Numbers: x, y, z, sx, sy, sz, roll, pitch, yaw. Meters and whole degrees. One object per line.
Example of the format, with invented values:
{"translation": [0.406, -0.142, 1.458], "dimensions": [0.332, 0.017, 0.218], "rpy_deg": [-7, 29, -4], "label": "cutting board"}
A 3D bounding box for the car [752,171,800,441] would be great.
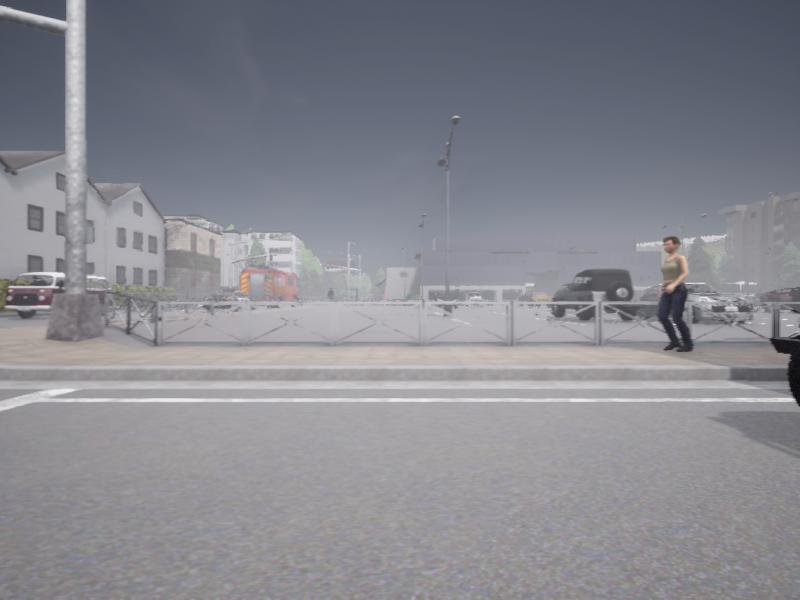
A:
{"translation": [4.706, 0.043, 2.199], "dimensions": [3.866, 1.878, 1.905], "rpy_deg": [0, 0, 0], "label": "car"}

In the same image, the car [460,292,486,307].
{"translation": [7.317, -0.031, 40.400], "dimensions": [1.970, 1.475, 3.806], "rpy_deg": [0, 0, 0], "label": "car"}

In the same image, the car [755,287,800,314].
{"translation": [23.141, 0.023, 22.707], "dimensions": [2.007, 1.523, 4.514], "rpy_deg": [0, 0, 0], "label": "car"}

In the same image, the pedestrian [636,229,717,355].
{"translation": [4.312, -0.118, 6.296], "dimensions": [0.751, 1.860, 0.751], "rpy_deg": [0, 0, 0], "label": "pedestrian"}

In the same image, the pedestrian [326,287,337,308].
{"translation": [-6.230, -0.250, 36.244], "dimensions": [0.751, 1.860, 0.751], "rpy_deg": [0, 0, 11], "label": "pedestrian"}

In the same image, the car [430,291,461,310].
{"translation": [3.690, 0.038, 33.332], "dimensions": [2.007, 1.523, 4.514], "rpy_deg": [0, 0, 0], "label": "car"}

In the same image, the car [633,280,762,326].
{"translation": [10.762, 0.096, 14.877], "dimensions": [1.970, 1.475, 3.806], "rpy_deg": [0, 0, 0], "label": "car"}

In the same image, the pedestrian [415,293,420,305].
{"translation": [2.827, -0.135, 63.276], "dimensions": [0.751, 1.860, 0.751], "rpy_deg": [0, 0, 1], "label": "pedestrian"}

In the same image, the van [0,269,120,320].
{"translation": [-15.248, -0.209, 18.264], "dimensions": [2.069, 2.038, 4.480], "rpy_deg": [0, 0, -5], "label": "van"}

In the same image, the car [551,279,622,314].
{"translation": [10.681, -0.168, 23.356], "dimensions": [1.932, 1.855, 4.605], "rpy_deg": [0, 0, 0], "label": "car"}

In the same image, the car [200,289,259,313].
{"translation": [-11.721, 0.042, 27.982], "dimensions": [2.038, 1.542, 4.974], "rpy_deg": [0, 0, 0], "label": "car"}

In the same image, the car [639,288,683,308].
{"translation": [26.527, -0.201, 40.819], "dimensions": [1.905, 1.878, 3.866], "rpy_deg": [0, 0, 0], "label": "car"}

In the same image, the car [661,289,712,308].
{"translation": [29.431, -0.183, 41.246], "dimensions": [1.932, 1.855, 4.605], "rpy_deg": [0, 0, 0], "label": "car"}

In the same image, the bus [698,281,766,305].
{"translation": [61.594, -1.189, 74.757], "dimensions": [3.944, 4.253, 10.273], "rpy_deg": [0, 0, -1], "label": "bus"}

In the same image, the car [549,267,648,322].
{"translation": [7.434, -0.185, 15.472], "dimensions": [1.905, 1.878, 3.866], "rpy_deg": [0, 0, 0], "label": "car"}

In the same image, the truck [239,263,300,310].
{"translation": [-11.736, -1.104, 36.899], "dimensions": [2.891, 3.827, 8.468], "rpy_deg": [0, 0, 0], "label": "truck"}

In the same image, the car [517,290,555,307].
{"translation": [13.733, -0.115, 40.755], "dimensions": [2.152, 1.636, 5.027], "rpy_deg": [0, 0, 0], "label": "car"}
